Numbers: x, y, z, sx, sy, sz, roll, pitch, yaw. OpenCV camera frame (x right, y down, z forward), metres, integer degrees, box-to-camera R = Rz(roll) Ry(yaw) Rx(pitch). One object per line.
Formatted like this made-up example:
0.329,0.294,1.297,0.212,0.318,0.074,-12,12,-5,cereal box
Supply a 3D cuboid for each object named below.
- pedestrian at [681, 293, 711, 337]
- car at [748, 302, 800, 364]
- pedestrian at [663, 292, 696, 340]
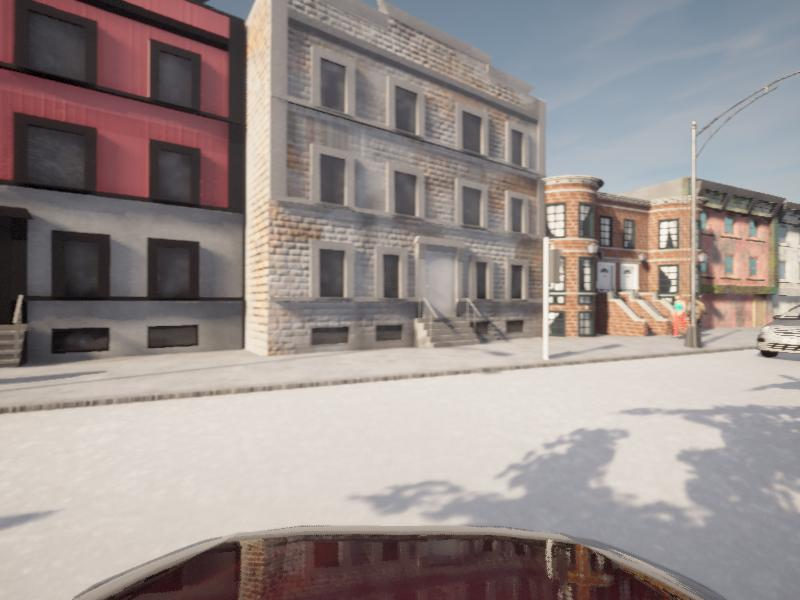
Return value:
12.624,0.623,17.088,0.751,1.860,0.751,0,0,-25,pedestrian
12.206,0.866,11.505,3.988,1.617,1.851,0,0,-25,car
11.042,0.614,15.808,0.751,1.860,0.751,0,0,-17,pedestrian
